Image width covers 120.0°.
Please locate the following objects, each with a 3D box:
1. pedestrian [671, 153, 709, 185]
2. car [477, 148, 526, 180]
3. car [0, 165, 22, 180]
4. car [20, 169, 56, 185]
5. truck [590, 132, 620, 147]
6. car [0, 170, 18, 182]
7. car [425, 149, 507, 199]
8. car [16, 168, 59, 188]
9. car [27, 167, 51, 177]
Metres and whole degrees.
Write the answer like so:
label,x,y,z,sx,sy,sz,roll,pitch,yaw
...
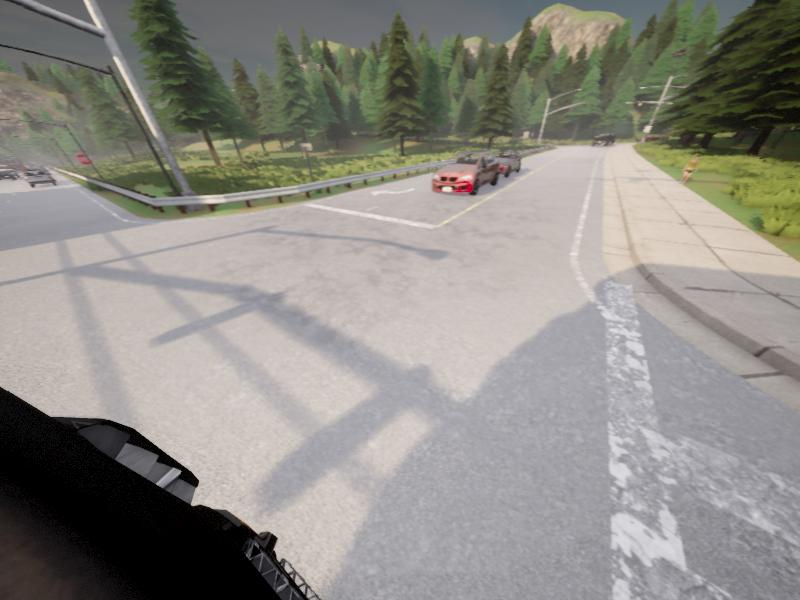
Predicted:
label,x,y,z,sx,sy,sz,roll,pitch,yaw
pedestrian,12.012,-5.439,9.608,0.500,1.100,0.500,19,40,29
car,6.978,-9.355,15.750,1.816,1.474,4.193,20,40,30
car,-70.005,-22.737,40.984,5.566,2.045,2.150,21,41,31
car,-44.296,-15.147,28.337,4.674,1.442,1.812,21,41,31
truck,38.877,-30.454,43.820,6.274,2.098,2.390,-28,41,-32
car,-61.408,-19.159,35.709,4.718,1.301,1.895,21,41,31
car,3.426,-6.523,11.676,2.242,1.667,4.611,20,40,30
car,-38.911,-13.164,24.850,3.988,1.617,1.851,21,41,31
car,-68.921,-24.508,44.089,4.181,1.385,1.994,21,41,31
